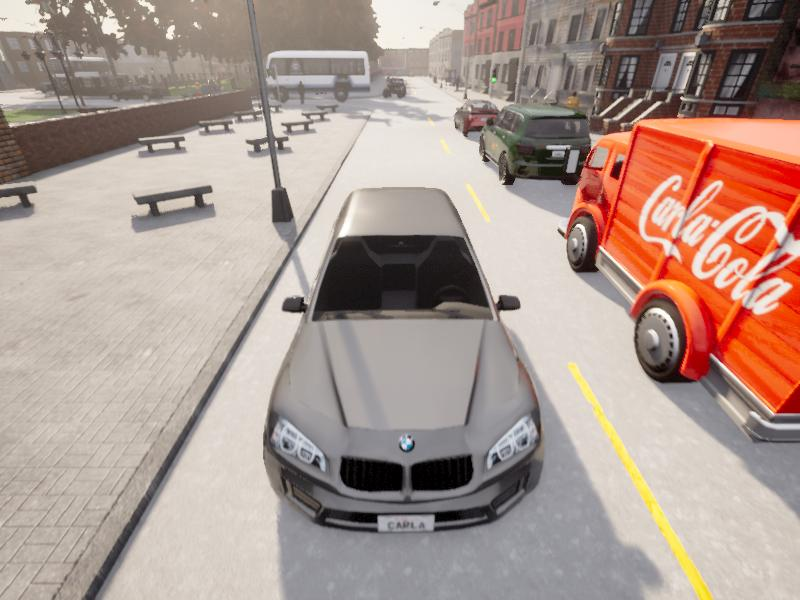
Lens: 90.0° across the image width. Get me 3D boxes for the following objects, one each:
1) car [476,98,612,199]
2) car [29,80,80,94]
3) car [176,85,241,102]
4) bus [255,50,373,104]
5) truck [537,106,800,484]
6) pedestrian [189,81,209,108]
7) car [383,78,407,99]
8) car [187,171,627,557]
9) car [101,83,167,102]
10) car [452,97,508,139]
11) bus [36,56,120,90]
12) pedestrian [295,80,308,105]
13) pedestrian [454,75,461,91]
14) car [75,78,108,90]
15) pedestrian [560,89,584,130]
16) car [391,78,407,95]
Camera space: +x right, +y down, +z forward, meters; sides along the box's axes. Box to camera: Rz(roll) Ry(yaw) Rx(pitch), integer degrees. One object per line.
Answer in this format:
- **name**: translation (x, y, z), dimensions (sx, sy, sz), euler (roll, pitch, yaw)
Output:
- **car**: translation (4.010, -4.988, 12.508), dimensions (2.150, 2.045, 5.566), euler (0, 30, 0)
- **car**: translation (-45.533, -28.248, 52.921), dimensions (2.033, 1.411, 5.357), euler (1, 30, 1)
- **car**: translation (-19.005, -20.646, 39.926), dimensions (5.357, 1.411, 2.033), euler (0, 30, 1)
- **bus**: translation (-8.042, -21.512, 38.581), dimensions (10.273, 4.253, 3.944), euler (-5, 31, -9)
- **truck**: translation (4.003, -0.834, 4.983), dimensions (2.627, 2.467, 5.204), euler (0, 30, 0)
- **pedestrian**: translation (-15.984, -16.333, 31.818), dimensions (0.751, 1.860, 0.751), euler (0, 30, 0)
- **car**: translation (-0.542, -23.433, 44.205), dimensions (1.905, 1.878, 3.866), euler (5, 31, 9)
- **car**: translation (0.006, -0.057, 4.448), dimensions (2.242, 1.667, 4.611), euler (0, 30, -1)
- **car**: translation (-26.431, -20.736, 39.936), dimensions (5.008, 1.535, 1.882), euler (0, 30, 0)
- **car**: translation (3.983, -9.508, 20.754), dimensions (2.007, 1.525, 4.514), euler (0, 30, 0)
- **bus**: translation (-49.264, -35.129, 61.866), dimensions (3.944, 4.253, 10.273), euler (0, 30, 1)
- **pedestrian**: translation (-8.453, -17.806, 34.339), dimensions (0.751, 1.860, 0.751), euler (1, 30, 2)
- **pedestrian**: translation (7.647, -28.754, 53.083), dimensions (0.751, 1.860, 0.751), euler (2, 30, 3)
- **car**: translation (-45.298, -31.787, 58.838), dimensions (1.845, 1.501, 3.633), euler (-1, 30, -1)
- **pedestrian**: translation (8.982, -9.960, 20.942), dimensions (0.751, 1.860, 0.751), euler (10, 32, 17)
- **car**: translation (-0.092, -27.028, 50.601), dimensions (1.930, 1.638, 5.238), euler (0, 30, 0)
